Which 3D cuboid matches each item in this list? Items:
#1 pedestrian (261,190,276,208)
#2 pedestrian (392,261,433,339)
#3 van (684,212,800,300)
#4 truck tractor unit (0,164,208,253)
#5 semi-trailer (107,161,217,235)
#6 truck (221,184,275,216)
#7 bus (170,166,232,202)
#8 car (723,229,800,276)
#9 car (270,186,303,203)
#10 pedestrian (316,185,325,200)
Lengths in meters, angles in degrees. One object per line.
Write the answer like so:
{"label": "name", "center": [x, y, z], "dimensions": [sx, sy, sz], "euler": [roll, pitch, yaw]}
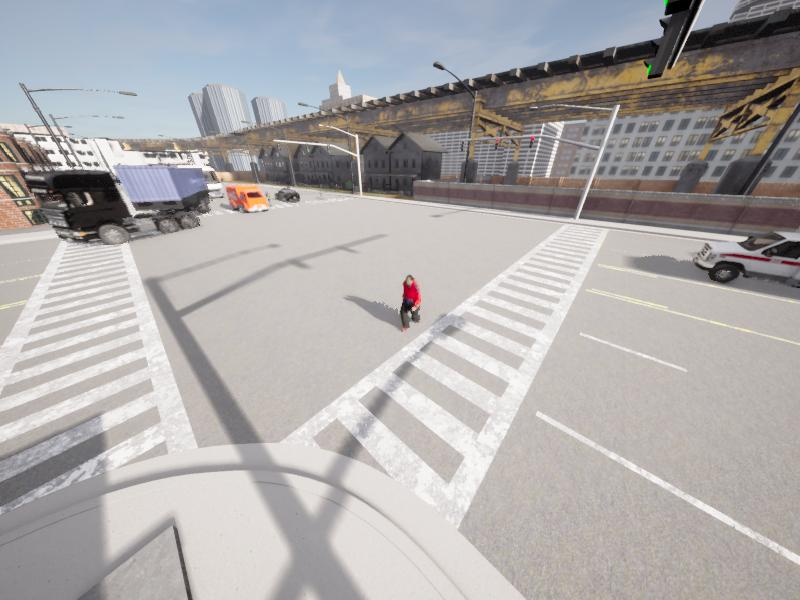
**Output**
{"label": "pedestrian", "center": [-15.009, -11.528, 26.361], "dimensions": [0.751, 1.860, 0.751], "euler": [6, 31, 11]}
{"label": "pedestrian", "center": [0.319, 0.001, 6.392], "dimensions": [0.751, 1.860, 0.751], "euler": [22, 37, 34]}
{"label": "van", "center": [15.576, -1.315, 8.152], "dimensions": [6.366, 2.431, 2.351], "euler": [24, 38, 35]}
{"label": "truck tractor unit", "center": [-17.570, -6.241, 14.871], "dimensions": [3.053, 4.208, 6.516], "euler": [10, 32, 14]}
{"label": "semi-trailer", "center": [-19.933, -9.881, 20.969], "dimensions": [2.717, 4.402, 14.254], "euler": [-15, 33, -25]}
{"label": "truck", "center": [-15.898, -10.560, 24.131], "dimensions": [5.204, 2.467, 2.627], "euler": [24, 37, 35]}
{"label": "bus", "center": [-29.757, -17.528, 34.410], "dimensions": [10.273, 4.253, 3.944], "euler": [24, 38, 35]}
{"label": "car", "center": [18.845, -1.758, 9.954], "dimensions": [5.357, 1.411, 2.033], "euler": [24, 38, 35]}
{"label": "car", "center": [-15.816, -14.682, 32.090], "dimensions": [5.238, 1.638, 1.930], "euler": [26, 39, 37]}
{"label": "pedestrian", "center": [-11.438, -15.524, 33.282], "dimensions": [0.751, 1.860, 0.751], "euler": [23, 37, 34]}
